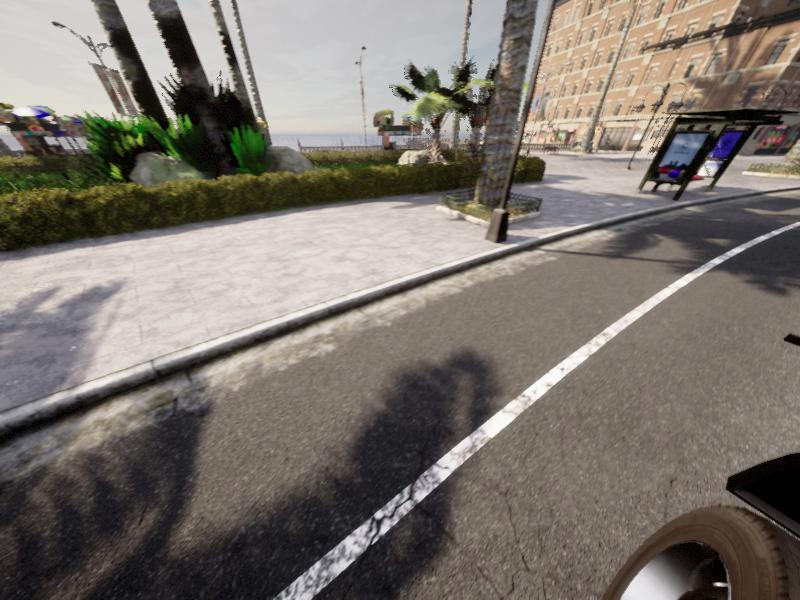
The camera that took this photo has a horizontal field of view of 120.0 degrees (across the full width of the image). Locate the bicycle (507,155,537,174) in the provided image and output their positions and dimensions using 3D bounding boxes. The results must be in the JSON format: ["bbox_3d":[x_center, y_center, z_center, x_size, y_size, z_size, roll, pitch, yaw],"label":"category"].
[{"bbox_3d":[8.083,-8.987,15.314,1.643,1.024,0.373,-9,36,-12],"label":"bicycle"}]

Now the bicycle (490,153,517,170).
[{"bbox_3d":[7.553,-10.113,16.896,1.643,1.024,0.373,-9,36,-12],"label":"bicycle"}]

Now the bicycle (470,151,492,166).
[{"bbox_3d":[6.758,-11.802,19.267,1.643,1.024,0.373,-9,36,-12],"label":"bicycle"}]
